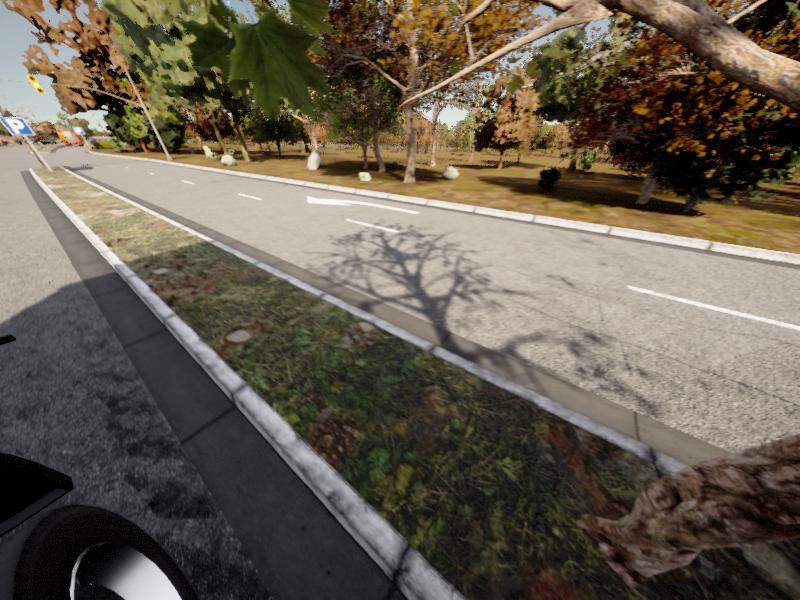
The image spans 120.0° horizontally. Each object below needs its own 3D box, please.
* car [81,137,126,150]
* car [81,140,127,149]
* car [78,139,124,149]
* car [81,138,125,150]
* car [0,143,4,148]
[{"bbox_3d":[-55.872,-29.571,43.652,1.878,1.987,4.442,13,37,17],"label":"car"},{"bbox_3d":[-60.232,-31.797,47.186,1.946,1.575,5.366,13,37,18],"label":"car"},{"bbox_3d":[-62.579,-32.737,48.504,1.946,1.575,5.366,14,37,17],"label":"car"},{"bbox_3d":[-58.086,-30.654,45.355,2.185,1.767,4.553,13,36,17],"label":"car"},{"bbox_3d":[-91.115,-33.839,50.047,2.097,1.535,5.008,14,39,19],"label":"car"}]
